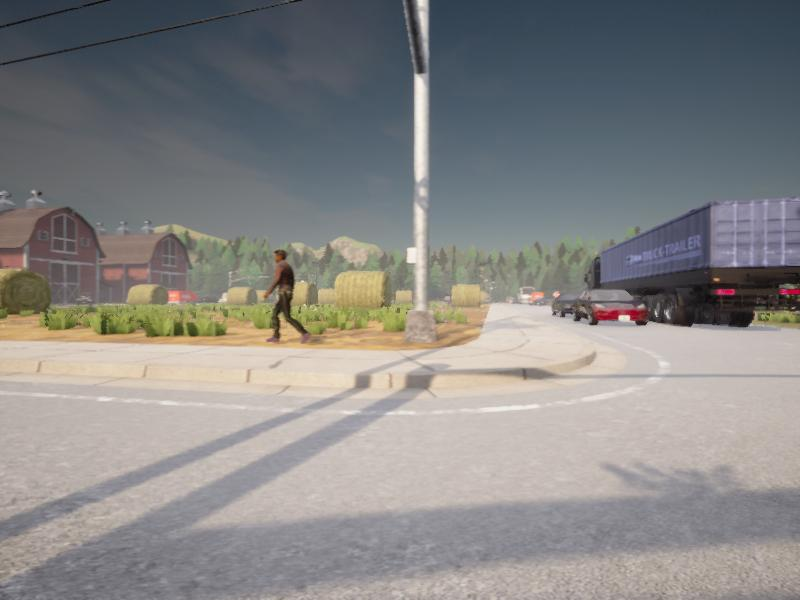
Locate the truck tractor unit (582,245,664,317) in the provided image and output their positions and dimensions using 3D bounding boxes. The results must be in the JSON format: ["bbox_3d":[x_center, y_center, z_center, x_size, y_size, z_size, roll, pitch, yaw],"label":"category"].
[{"bbox_3d":[14.554,-1.111,26.743,3.053,4.208,6.516,0,0,13],"label":"truck tractor unit"}]

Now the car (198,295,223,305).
[{"bbox_3d":[-35.510,0.052,75.118,1.932,1.855,4.605,0,0,9],"label":"car"}]

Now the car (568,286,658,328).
[{"bbox_3d":[8.644,0.245,16.776,2.163,1.488,4.792,0,0,13],"label":"car"}]

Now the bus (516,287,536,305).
[{"bbox_3d":[31.816,-1.030,101.261,3.944,4.253,10.273,0,0,13],"label":"bus"}]

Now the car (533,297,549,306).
[{"bbox_3d":[24.696,0.249,70.211,2.152,1.651,5.027,0,0,13],"label":"car"}]

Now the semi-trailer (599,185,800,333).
[{"bbox_3d":[12.675,-1.217,19.056,2.717,4.402,14.254,0,0,14],"label":"semi-trailer"}]

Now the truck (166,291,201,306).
[{"bbox_3d":[-36.674,-0.254,67.981,2.627,2.467,5.204,0,0,9],"label":"truck"}]

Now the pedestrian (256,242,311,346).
[{"bbox_3d":[-2.174,-0.111,7.543,0.751,1.860,0.751,0,0,8],"label":"pedestrian"}]

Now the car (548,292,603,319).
[{"bbox_3d":[10.317,0.297,23.955,2.033,1.411,5.357,0,0,13],"label":"car"}]
